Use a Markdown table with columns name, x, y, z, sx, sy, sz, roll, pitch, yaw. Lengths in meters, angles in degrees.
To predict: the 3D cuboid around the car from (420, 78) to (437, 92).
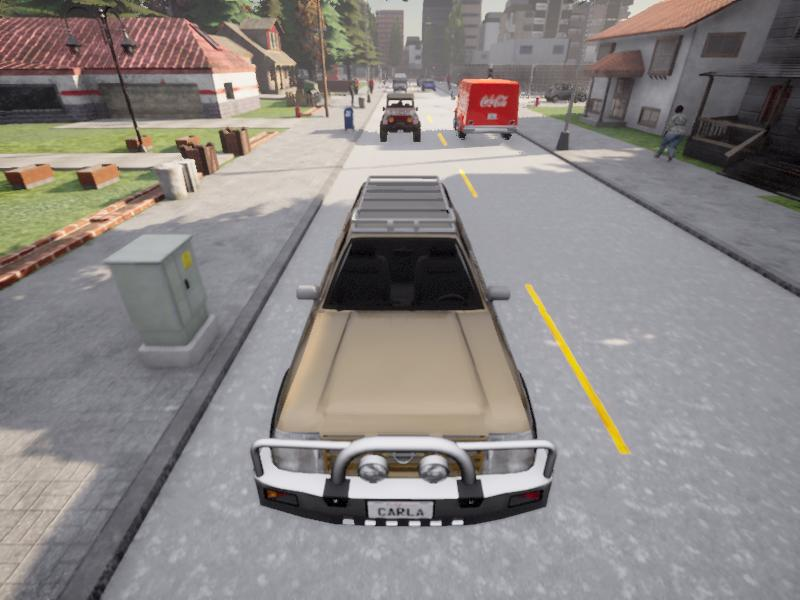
| name | x | y | z | sx | sy | sz | roll | pitch | yaw |
| --- | --- | --- | --- | --- | --- | --- | --- | --- | --- |
| car | 4.019 | -30.536 | 56.757 | 2.007 | 1.525 | 4.514 | 0 | 30 | 0 |

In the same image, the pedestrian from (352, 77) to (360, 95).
| name | x | y | z | sx | sy | sz | roll | pitch | yaw |
| --- | --- | --- | --- | --- | --- | --- | --- | --- | --- |
| pedestrian | -5.145 | -25.258 | 47.137 | 0.751 | 1.860 | 0.751 | 0 | 30 | 0 |

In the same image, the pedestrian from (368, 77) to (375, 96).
| name | x | y | z | sx | sy | sz | roll | pitch | yaw |
| --- | --- | --- | --- | --- | --- | --- | --- | --- | --- |
| pedestrian | -3.283 | -24.439 | 45.737 | 0.751 | 1.860 | 0.751 | -2 | 30 | -4 |

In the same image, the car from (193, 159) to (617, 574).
| name | x | y | z | sx | sy | sz | roll | pitch | yaw |
| --- | --- | --- | --- | --- | --- | --- | --- | --- | --- |
| car | 0.034 | -0.077 | 4.280 | 1.932 | 1.855 | 4.605 | 0 | 30 | 0 |

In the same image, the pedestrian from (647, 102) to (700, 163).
| name | x | y | z | sx | sy | sz | roll | pitch | yaw |
| --- | --- | --- | --- | --- | --- | --- | --- | --- | --- |
| pedestrian | 9.324 | -5.728 | 13.717 | 0.751 | 1.860 | 0.751 | 0 | 30 | 0 |

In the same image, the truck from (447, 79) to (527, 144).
| name | x | y | z | sx | sy | sz | roll | pitch | yaw |
| --- | --- | --- | --- | --- | --- | --- | --- | --- | --- |
| truck | 4.024 | -9.456 | 19.742 | 2.627 | 2.467 | 5.204 | 0 | 30 | -1 |

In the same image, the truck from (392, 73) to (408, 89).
| name | x | y | z | sx | sy | sz | roll | pitch | yaw |
| --- | --- | --- | --- | --- | --- | --- | --- | --- | --- |
| truck | 0.014 | -34.297 | 62.626 | 2.390 | 2.098 | 6.274 | 0 | 30 | 0 |

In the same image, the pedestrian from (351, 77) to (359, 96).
| name | x | y | z | sx | sy | sz | roll | pitch | yaw |
| --- | --- | --- | --- | --- | --- | --- | --- | --- | --- |
| pedestrian | -5.128 | -24.372 | 45.621 | 0.751 | 1.860 | 0.751 | -1 | 30 | -2 |

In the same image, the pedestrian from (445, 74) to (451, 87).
| name | x | y | z | sx | sy | sz | roll | pitch | yaw |
| --- | --- | --- | --- | --- | --- | --- | --- | --- | --- |
| pedestrian | 7.733 | -35.275 | 64.284 | 0.751 | 1.860 | 0.751 | -2 | 30 | -4 |

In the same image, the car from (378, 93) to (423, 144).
| name | x | y | z | sx | sy | sz | roll | pitch | yaw |
| --- | --- | --- | --- | --- | --- | --- | --- | --- | --- |
| car | 0.021 | -8.799 | 19.197 | 1.905 | 1.878 | 3.866 | 0 | 30 | 0 |

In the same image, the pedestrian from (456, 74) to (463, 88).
| name | x | y | z | sx | sy | sz | roll | pitch | yaw |
| --- | --- | --- | --- | --- | --- | --- | --- | --- | --- |
| pedestrian | 9.224 | -34.065 | 62.214 | 0.751 | 1.860 | 0.751 | 0 | 30 | 0 |

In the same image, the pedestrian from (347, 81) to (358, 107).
| name | x | y | z | sx | sy | sz | roll | pitch | yaw |
| --- | --- | --- | --- | --- | --- | --- | --- | --- | --- |
| pedestrian | -3.901 | -16.900 | 32.833 | 0.751 | 1.860 | 0.751 | -7 | 31 | -12 |

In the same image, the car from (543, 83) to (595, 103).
| name | x | y | z | sx | sy | sz | roll | pitch | yaw |
| --- | --- | --- | --- | --- | --- | --- | --- | --- | --- |
| car | 16.096 | -19.771 | 38.257 | 3.988 | 1.617 | 1.851 | 0 | 30 | 0 |

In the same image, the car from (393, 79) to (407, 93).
| name | x | y | z | sx | sy | sz | roll | pitch | yaw |
| --- | --- | --- | --- | --- | --- | --- | --- | --- | --- |
| car | 0.020 | -28.544 | 53.399 | 1.816 | 1.474 | 4.193 | 0 | 30 | 0 |

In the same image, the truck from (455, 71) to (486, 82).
| name | x | y | z | sx | sy | sz | roll | pitch | yaw |
| --- | --- | --- | --- | --- | --- | --- | --- | --- | --- |
| truck | 15.471 | -49.001 | 87.794 | 6.274 | 2.098 | 2.390 | 0 | 30 | 0 |
